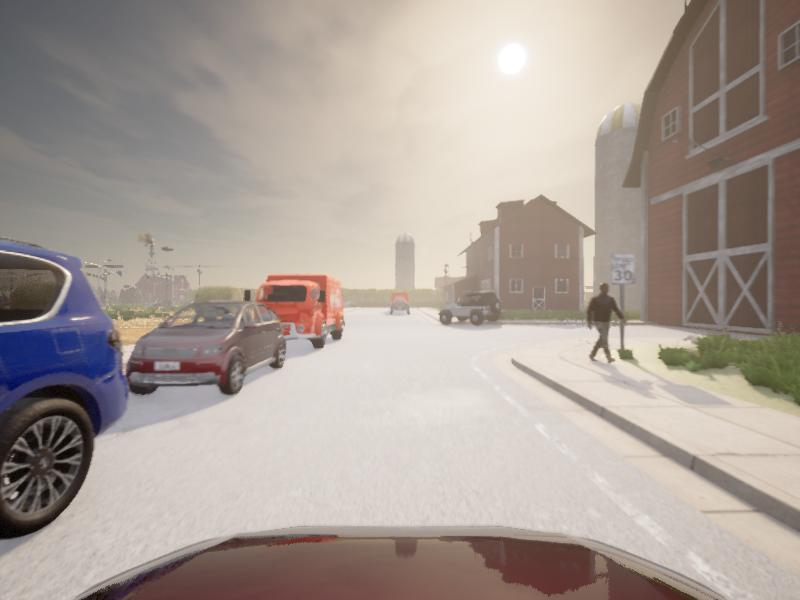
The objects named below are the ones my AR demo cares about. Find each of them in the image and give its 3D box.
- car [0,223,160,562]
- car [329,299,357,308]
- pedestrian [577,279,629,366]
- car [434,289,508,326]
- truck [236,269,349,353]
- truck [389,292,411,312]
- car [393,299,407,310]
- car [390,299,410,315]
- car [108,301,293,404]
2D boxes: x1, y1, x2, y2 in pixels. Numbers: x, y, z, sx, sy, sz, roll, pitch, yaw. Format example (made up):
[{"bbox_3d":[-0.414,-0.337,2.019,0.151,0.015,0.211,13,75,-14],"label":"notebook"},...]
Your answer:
[{"bbox_3d":[-3.492,0.560,1.241,2.150,2.045,5.566,0,0,0],"label":"car"},{"bbox_3d":[-10.713,0.653,75.263,4.974,1.542,2.038,0,0,1],"label":"car"},{"bbox_3d":[4.498,0.476,8.892,0.751,1.860,0.751,0,0,-2],"label":"pedestrian"},{"bbox_3d":[4.161,0.449,23.813,1.905,1.878,3.866,-8,4,-42],"label":"car"},{"bbox_3d":[-3.502,0.321,14.383,2.627,2.467,5.204,0,0,0],"label":"truck"},{"bbox_3d":[-0.009,0.239,51.781,2.627,2.467,5.204,0,-1,0],"label":"truck"},{"bbox_3d":[0.000,0.703,60.264,2.038,1.542,4.974,0,0,0],"label":"car"},{"bbox_3d":[-0.007,0.692,44.488,2.152,1.651,5.027,0,0,0],"label":"car"},{"bbox_3d":[-3.501,0.793,7.874,1.789,1.549,3.705,0,0,0],"label":"car"}]
